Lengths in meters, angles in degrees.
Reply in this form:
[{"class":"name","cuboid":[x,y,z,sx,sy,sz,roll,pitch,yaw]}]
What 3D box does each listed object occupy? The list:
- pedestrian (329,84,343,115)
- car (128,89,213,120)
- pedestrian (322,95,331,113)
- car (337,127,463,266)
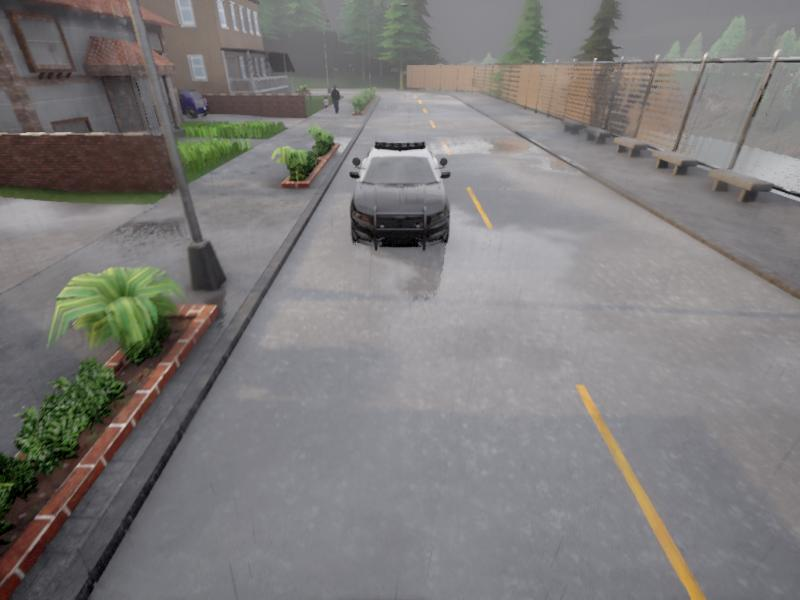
[{"class":"pedestrian","cuboid":[-4.358,-13.626,27.203,0.751,1.860,0.751,-4,31,-7]},{"class":"car","cuboid":[-13.278,-11.450,23.370,3.633,1.501,1.845,0,30,0]},{"class":"pedestrian","cuboid":[-5.306,-14.149,28.851,0.500,1.100,0.500,0,30,-1]},{"class":"car","cuboid":[0.001,-2.611,8.842,1.930,1.638,5.238,0,30,0]}]
